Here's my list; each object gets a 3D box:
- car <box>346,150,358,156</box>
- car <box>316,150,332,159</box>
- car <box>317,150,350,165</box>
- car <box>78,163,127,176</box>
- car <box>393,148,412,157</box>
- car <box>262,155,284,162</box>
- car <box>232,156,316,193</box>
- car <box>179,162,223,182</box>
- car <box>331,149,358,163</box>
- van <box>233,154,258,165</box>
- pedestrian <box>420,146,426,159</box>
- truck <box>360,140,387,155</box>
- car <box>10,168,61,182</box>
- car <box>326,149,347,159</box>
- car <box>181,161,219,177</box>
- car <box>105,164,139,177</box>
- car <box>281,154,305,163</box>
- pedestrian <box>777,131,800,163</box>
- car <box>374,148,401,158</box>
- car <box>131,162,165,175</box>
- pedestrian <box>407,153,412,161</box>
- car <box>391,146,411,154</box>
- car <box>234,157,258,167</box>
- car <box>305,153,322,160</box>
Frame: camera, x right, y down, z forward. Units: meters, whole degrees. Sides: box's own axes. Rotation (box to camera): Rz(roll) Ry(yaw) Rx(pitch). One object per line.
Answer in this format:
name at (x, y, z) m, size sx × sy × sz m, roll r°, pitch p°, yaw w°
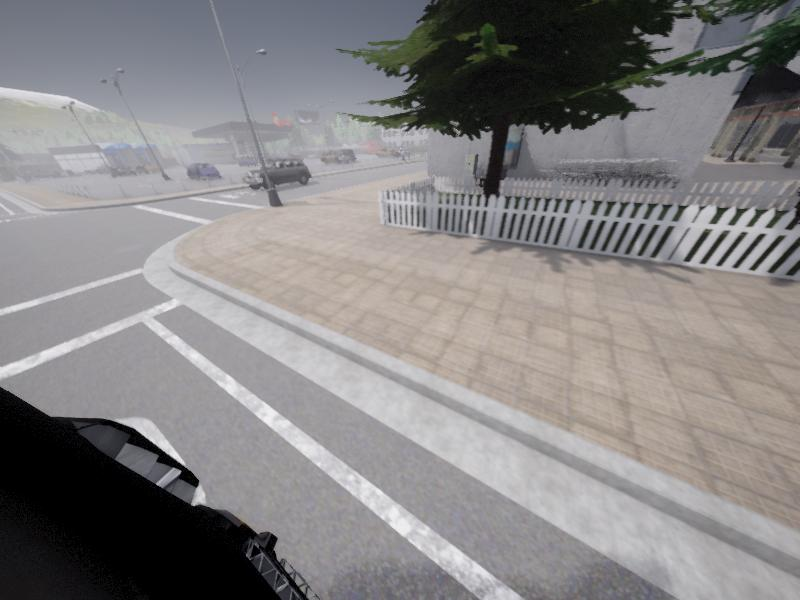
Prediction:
car at (-19.127, -58.693, 92.230) m, size 2.007 × 1.525 × 4.514 m, roll 17°, pitch 38°, yaw 27°
car at (-20.767, -39.859, 63.252) m, size 3.866 × 1.878 × 1.905 m, roll 17°, pitch 38°, yaw 27°
car at (-10.371, -22.333, 36.179) m, size 4.605 × 1.855 × 1.932 m, roll 17°, pitch 38°, yaw 27°
car at (-55.812, -24.566, 43.525) m, size 1.930 × 1.638 × 5.238 m, roll 17°, pitch 38°, yaw 27°
car at (0.505, -33.272, 52.047) m, size 3.806 × 1.475 × 1.970 m, roll 17°, pitch 38°, yaw 27°
car at (-35.573, -39.726, 64.835) m, size 2.038 × 1.542 × 4.974 m, roll 17°, pitch 38°, yaw 27°
car at (-8.710, -9.084, 16.503) m, size 1.932 × 1.855 × 4.605 m, roll 17°, pitch 38°, yaw 27°
car at (-20.138, -13.013, 23.405) m, size 3.633 × 1.501 × 1.845 m, roll 17°, pitch 38°, yaw 27°
car at (-9.214, -23.883, 38.386) m, size 3.866 × 1.878 × 1.905 m, roll 17°, pitch 38°, yaw 27°
van at (-39.643, -36.124, 59.327) m, size 2.069 × 2.038 × 4.480 m, roll 17°, pitch 38°, yaw 27°
pedestrian at (3.841, -25.121, 39.359) m, size 0.751 × 1.860 × 0.751 m, roll 15°, pitch 38°, yaw 25°
truck at (-8.625, -49.343, 74.903) m, size 8.468 × 3.827 × 2.891 m, roll 17°, pitch 38°, yaw 27°
car at (-59.943, -20.645, 38.082) m, size 1.816 × 1.474 × 4.193 m, roll 17°, pitch 38°, yaw 27°
car at (-15.762, -36.191, 57.404) m, size 4.605 × 1.855 × 1.932 m, roll 17°, pitch 38°, yaw 27°
car at (-24.920, -16.389, 28.853) m, size 3.806 × 1.475 × 1.970 m, roll 17°, pitch 38°, yaw 27°
car at (-42.358, -19.777, 35.165) m, size 4.514 × 1.523 × 2.007 m, roll 17°, pitch 38°, yaw 27°
car at (-22.836, -30.092, 49.130) m, size 4.514 × 1.523 × 2.007 m, roll 17°, pitch 38°, yaw 27°
pedestrian at (25.301, -9.734, 14.527) m, size 0.751 × 1.860 × 0.751 m, roll -13°, pitch 35°, yaw -14°
car at (-2.559, -30.102, 47.371) m, size 5.027 × 1.636 × 2.152 m, roll 17°, pitch 38°, yaw 27°
car at (-40.772, -21.339, 37.376) m, size 5.027 × 1.636 × 2.152 m, roll 17°, pitch 38°, yaw 27°
pedestrian at (1.489, -22.517, 36.309) m, size 0.500 × 1.100 × 0.500 m, roll 18°, pitch 39°, yaw 28°
car at (0.269, -45.894, 70.678) m, size 5.566 × 2.045 × 2.150 m, roll 17°, pitch 38°, yaw 27°
car at (-28.067, -25.178, 42.176) m, size 3.633 × 1.501 × 1.845 m, roll 17°, pitch 38°, yaw 27°
car at (-23.005, -38.149, 61.362) m, size 3.806 × 1.475 × 1.970 m, roll 17°, pitch 38°, yaw 27°
